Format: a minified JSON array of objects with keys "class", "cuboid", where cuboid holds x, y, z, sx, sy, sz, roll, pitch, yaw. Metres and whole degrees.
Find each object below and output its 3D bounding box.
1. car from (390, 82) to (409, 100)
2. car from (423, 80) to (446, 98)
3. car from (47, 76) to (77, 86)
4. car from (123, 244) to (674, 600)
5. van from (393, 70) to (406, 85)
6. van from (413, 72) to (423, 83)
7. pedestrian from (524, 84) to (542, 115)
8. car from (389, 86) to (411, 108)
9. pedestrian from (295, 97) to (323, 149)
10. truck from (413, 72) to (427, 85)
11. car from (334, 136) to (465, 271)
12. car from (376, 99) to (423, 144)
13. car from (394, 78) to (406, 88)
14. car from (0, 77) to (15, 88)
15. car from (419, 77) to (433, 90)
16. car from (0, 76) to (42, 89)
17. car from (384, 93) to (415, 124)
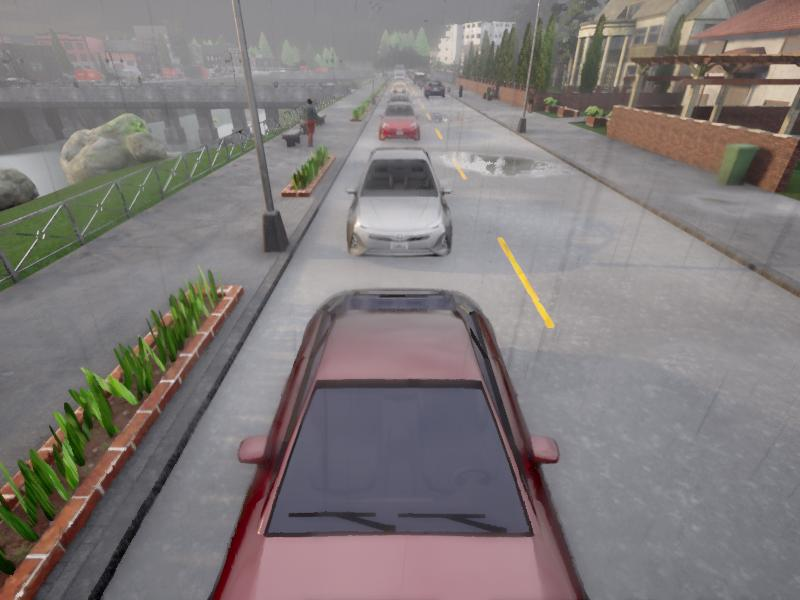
[{"class":"car","cuboid":[-0.035,-22.679,43.349,1.882,1.535,5.008,0,30,0]},{"class":"car","cuboid":[3.961,-24.417,46.195,2.242,1.667,4.611,0,30,0]},{"class":"car","cuboid":[-61.743,-40.104,73.198,1.851,1.617,3.988,0,30,0]},{"class":"car","cuboid":[-0.007,1.031,2.931,1.994,1.385,4.181,0,30,0]},{"class":"van","cuboid":[-0.062,-43.662,78.405,2.351,2.431,6.366,0,30,0]},{"class":"van","cuboid":[3.934,-48.512,87.113,2.069,2.038,4.480,0,30,0]},{"class":"pedestrian","cuboid":[9.122,-13.781,27.533,0.751,1.860,0.751,0,30,0]},{"class":"car","cuboid":[-0.031,-17.875,35.129,1.845,1.501,3.633,0,30,0]},{"class":"pedestrian","cuboid":[-3.672,-7.210,16.274,0.751,1.860,0.751,3,30,5]},{"class":"truck","cuboid":[3.939,-44.122,79.524,2.390,2.098,6.274,0,30,0]},{"class":"car","cuboid":[-0.011,-2.293,8.434,2.007,1.525,4.514,0,30,0]},{"class":"car","cuboid":[-0.018,-8.865,19.697,2.007,1.525,4.514,0,30,0]},{"class":"car","cuboid":[-0.052,-36.757,67.613,1.994,1.385,4.181,0,30,0]},{"class":"car","cuboid":[-65.736,-35.172,64.774,1.837,1.490,4.892,0,30,0]},{"class":"car","cuboid":[3.954,-32.809,60.637,1.851,1.617,3.988,0,30,0]},{"class":"car","cuboid":[-61.737,-35.514,65.223,1.930,1.638,5.238,0,30,0]},{"class":"car","cuboid":[-0.022,-12.552,26.063,1.816,1.474,4.193,0,30,0]}]
